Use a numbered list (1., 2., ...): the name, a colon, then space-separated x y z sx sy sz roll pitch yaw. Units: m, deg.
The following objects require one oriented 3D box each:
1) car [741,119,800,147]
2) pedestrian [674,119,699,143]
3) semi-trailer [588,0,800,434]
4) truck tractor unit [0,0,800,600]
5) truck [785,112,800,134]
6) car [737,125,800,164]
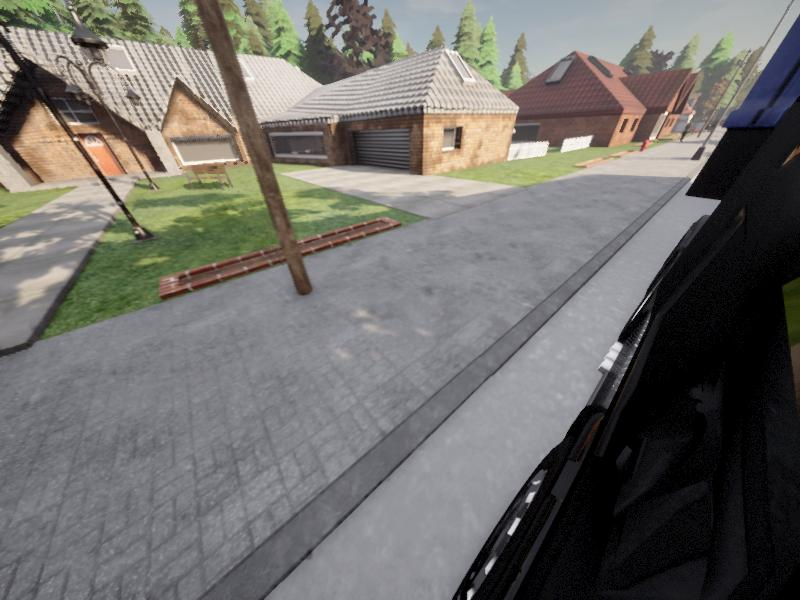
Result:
1. car: 32.041 -14.542 20.052 4.553 1.767 2.097 -27 43 -30
2. pedestrian: 28.768 -16.926 23.186 0.751 1.860 0.751 -27 43 -30
3. semi-trailer: 9.368 -3.016 3.464 14.254 4.402 2.717 -19 39 -22
4. truck tractor unit: 2.645 -0.295 0.351 6.516 4.208 3.053 -28 44 -30
5. truck: 56.619 -25.042 31.223 8.468 3.827 2.891 -27 43 -30
6. car: 22.332 -9.417 13.819 5.366 1.575 1.801 -27 43 -30
